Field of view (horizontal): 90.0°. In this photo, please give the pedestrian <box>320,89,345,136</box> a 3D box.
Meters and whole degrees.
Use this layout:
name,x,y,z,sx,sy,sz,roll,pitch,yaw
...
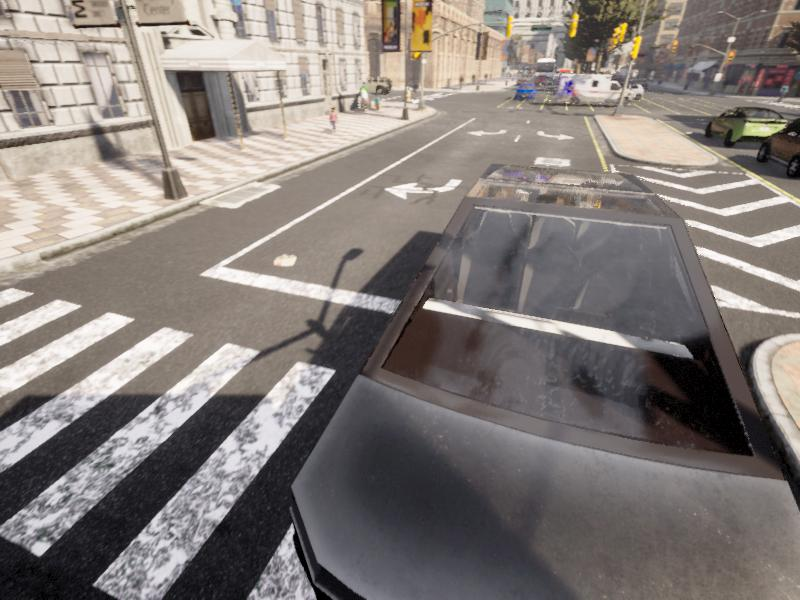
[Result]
name,x,y,z,sx,sy,sz,roll,pitch,yaw
pedestrian,-3.129,-8.725,18.625,0.751,1.860,0.751,10,32,15

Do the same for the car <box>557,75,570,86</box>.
name,x,y,z,sx,sy,sz,roll,pitch,yaw
car,30.075,-40.419,73.609,1.930,1.638,5.238,11,32,17

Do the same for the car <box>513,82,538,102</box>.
name,x,y,z,sx,sy,sz,roll,pitch,yaw
car,12.926,-21.363,41.027,1.882,1.535,5.008,11,32,17

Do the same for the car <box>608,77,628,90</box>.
name,x,y,z,sx,sy,sz,roll,pitch,yaw
car,33.924,-33.774,62.383,2.038,1.542,4.974,11,32,17

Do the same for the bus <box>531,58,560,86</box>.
name,x,y,z,sx,sy,sz,roll,pitch,yaw
bus,27.614,-43.151,75.647,3.944,4.253,10.273,11,32,17

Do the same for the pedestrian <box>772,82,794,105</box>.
name,x,y,z,sx,sy,sz,roll,pitch,yaw
pedestrian,36.268,-19.580,37.909,0.751,1.860,0.751,11,32,18

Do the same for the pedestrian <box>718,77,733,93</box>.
name,x,y,z,sx,sy,sz,roll,pitch,yaw
pedestrian,41.749,-27.601,51.346,0.751,1.860,0.751,13,33,20

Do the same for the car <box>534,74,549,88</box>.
name,x,y,z,sx,sy,sz,roll,pitch,yaw
car,23.636,-36.680,66.932,1.905,1.878,3.866,11,32,17

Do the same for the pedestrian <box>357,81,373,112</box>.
name,x,y,z,sx,sy,sz,roll,pitch,yaw
pedestrian,-2.449,-14.242,28.034,0.751,1.860,0.751,12,32,19

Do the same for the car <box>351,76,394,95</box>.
name,x,y,z,sx,sy,sz,roll,pitch,yaw
car,-3.246,-25.411,47.372,4.605,1.855,1.932,9,31,17

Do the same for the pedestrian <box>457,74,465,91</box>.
name,x,y,z,sx,sy,sz,roll,pitch,yaw
pedestrian,8.072,-28.763,52.908,0.751,1.860,0.751,17,34,26

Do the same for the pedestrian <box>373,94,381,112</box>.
name,x,y,z,sx,sy,sz,roll,pitch,yaw
pedestrian,-1.614,-13.998,28.380,0.500,1.100,0.500,2,30,3

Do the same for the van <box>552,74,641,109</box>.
name,x,y,z,sx,sy,sz,roll,pitch,yaw
van,16.878,-18.223,34.845,6.366,2.431,2.351,10,32,16

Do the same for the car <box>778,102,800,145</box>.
name,x,y,z,sx,sy,sz,roll,pitch,yaw
car,19.292,-7.769,17.872,1.851,1.617,3.988,10,32,17

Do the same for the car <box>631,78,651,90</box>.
name,x,y,z,sx,sy,sz,roll,pitch,yaw
car,37.773,-33.862,62.775,1.970,1.475,3.806,11,32,17

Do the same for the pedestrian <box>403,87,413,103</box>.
name,x,y,z,sx,sy,sz,roll,pitch,yaw
pedestrian,0.747,-18.923,36.904,0.751,1.300,0.751,12,32,19

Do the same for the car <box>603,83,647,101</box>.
name,x,y,z,sx,sy,sz,roll,pitch,yaw
car,23.896,-22.187,42.575,3.633,1.501,1.845,10,32,16

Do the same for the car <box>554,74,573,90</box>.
name,x,y,z,sx,sy,sz,roll,pitch,yaw
car,25.492,-34.098,62.387,2.150,2.045,5.566,11,32,17

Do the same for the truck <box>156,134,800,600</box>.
name,x,y,z,sx,sy,sz,roll,pitch,yaw
truck,1.420,-0.026,3.970,2.390,2.098,6.274,11,32,17

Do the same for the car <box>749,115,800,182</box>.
name,x,y,z,sx,sy,sz,roll,pitch,yaw
car,13.658,-5.052,13.225,1.789,1.549,3.705,11,32,17

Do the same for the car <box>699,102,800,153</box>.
name,x,y,z,sx,sy,sz,roll,pitch,yaw
car,15.730,-7.978,18.263,2.007,1.525,4.514,11,32,17

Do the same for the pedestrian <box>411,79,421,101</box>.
name,x,y,z,sx,sy,sz,roll,pitch,yaw
pedestrian,1.575,-20.736,39.450,0.751,1.860,0.751,12,32,20
